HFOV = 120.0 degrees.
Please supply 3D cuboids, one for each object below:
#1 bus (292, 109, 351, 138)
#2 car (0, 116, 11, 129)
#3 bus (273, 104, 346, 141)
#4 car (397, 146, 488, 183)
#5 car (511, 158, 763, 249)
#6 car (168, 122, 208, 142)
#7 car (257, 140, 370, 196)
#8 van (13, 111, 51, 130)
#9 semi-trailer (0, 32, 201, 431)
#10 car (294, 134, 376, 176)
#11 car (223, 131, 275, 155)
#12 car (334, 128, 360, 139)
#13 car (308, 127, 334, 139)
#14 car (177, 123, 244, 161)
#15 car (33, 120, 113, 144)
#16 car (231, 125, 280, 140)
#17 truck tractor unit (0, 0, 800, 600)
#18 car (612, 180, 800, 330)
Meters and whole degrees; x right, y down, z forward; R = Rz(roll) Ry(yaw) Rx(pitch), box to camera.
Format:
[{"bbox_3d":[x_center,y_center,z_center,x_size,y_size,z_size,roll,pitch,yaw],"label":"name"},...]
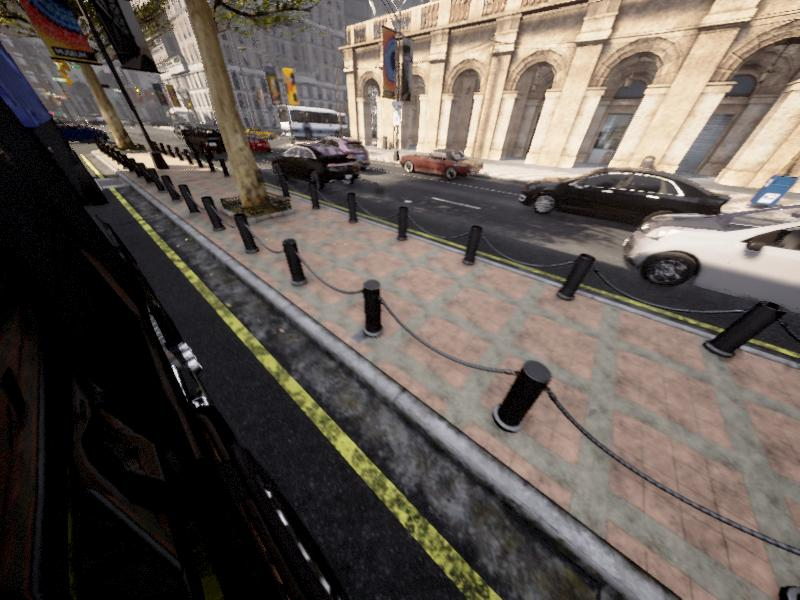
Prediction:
[{"bbox_3d":[-15.154,-34.890,45.941,3.944,4.253,10.273,28,43,30],"label":"bus"},{"bbox_3d":[-55.497,-24.266,31.492,4.674,1.442,1.812,28,43,30],"label":"car"},{"bbox_3d":[-14.388,-29.065,38.175,3.944,4.253,10.273,28,43,29],"label":"bus"},{"bbox_3d":[2.276,-7.949,13.372,4.718,1.301,1.895,28,43,30],"label":"car"},{"bbox_3d":[6.495,-3.280,7.218,4.892,1.490,1.837,28,43,30],"label":"car"},{"bbox_3d":[-25.607,-20.252,27.831,5.238,1.638,1.930,28,44,29],"label":"car"},{"bbox_3d":[-3.878,-6.033,10.237,4.902,1.511,2.128,27,43,30],"label":"car"},{"bbox_3d":[-52.777,-25.801,33.223,4.480,2.038,2.069,28,43,30],"label":"van"},{"bbox_3d":[-8.649,-3.631,4.285,14.254,4.402,2.717,29,44,30],"label":"semi-trailer"},{"bbox_3d":[-3.894,-8.807,13.867,4.856,1.649,2.033,28,44,29],"label":"car"},{"bbox_3d":[-12.927,-13.459,19.749,4.181,1.385,1.994,28,43,30],"label":"car"},{"bbox_3d":[-10.723,-33.802,46.920,2.242,1.667,4.611,28,43,29],"label":"car"},{"bbox_3d":[-14.694,-31.011,42.980,1.851,1.617,3.988,28,43,29],"label":"car"},{"bbox_3d":[-13.274,-11.131,16.184,4.605,1.855,1.932,28,44,29],"label":"car"},{"bbox_3d":[-28.540,-14.722,20.303,1.789,1.549,3.705,28,43,29],"label":"car"},{"bbox_3d":[-20.467,-23.786,32.948,1.801,1.575,5.366,30,45,32],"label":"car"},{"bbox_3d":[-2.645,-0.295,0.351,6.516,4.208,3.053,28,44,30],"label":"truck tractor unit"},{"bbox_3d":[6.170,-0.745,3.772,3.633,1.501,1.845,28,43,30],"label":"car"}]
